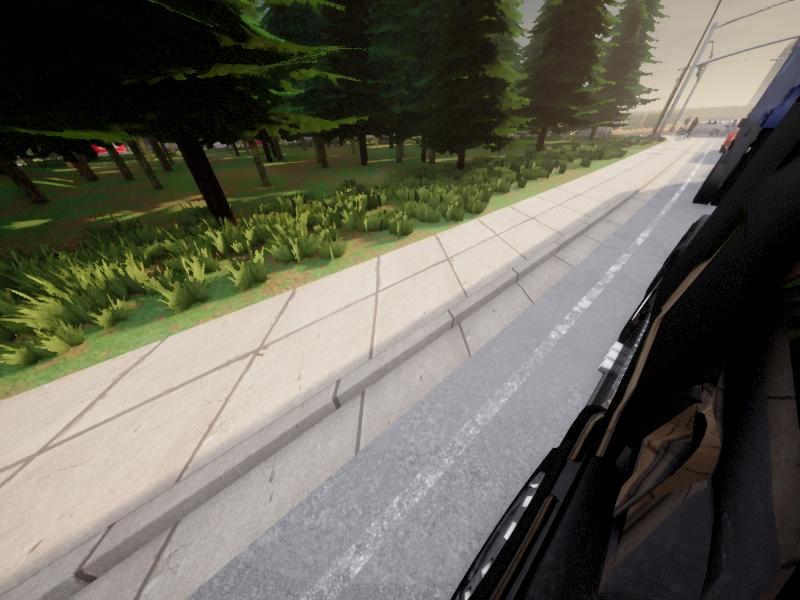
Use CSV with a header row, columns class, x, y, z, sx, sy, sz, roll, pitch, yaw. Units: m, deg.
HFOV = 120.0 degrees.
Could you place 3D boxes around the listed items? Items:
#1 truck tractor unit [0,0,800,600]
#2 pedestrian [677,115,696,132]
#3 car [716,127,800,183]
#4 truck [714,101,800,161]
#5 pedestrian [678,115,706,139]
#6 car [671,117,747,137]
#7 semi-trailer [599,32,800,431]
class,x,y,z,sx,sy,sz,roll,pitch,yaw
truck tractor unit,2.645,-0.295,0.351,6.516,4.208,3.053,-28,44,-30
pedestrian,40.184,-24.765,32.395,0.751,1.860,0.751,17,41,24
car,15.882,-6.350,9.893,4.902,1.511,2.128,-29,44,-30
truck,21.374,-9.911,13.488,5.204,2.467,2.627,-30,44,-31
pedestrian,28.619,-16.969,22.691,0.751,1.860,0.751,11,39,18
car,35.921,-20.246,27.093,2.242,1.667,4.611,-13,38,-13
semi-trailer,8.644,-3.642,4.279,14.254,4.402,2.717,-29,44,-30
